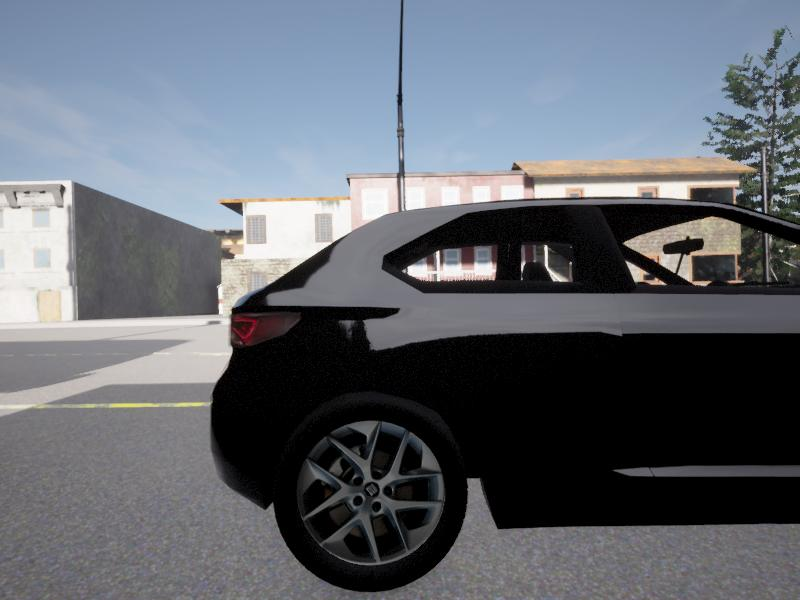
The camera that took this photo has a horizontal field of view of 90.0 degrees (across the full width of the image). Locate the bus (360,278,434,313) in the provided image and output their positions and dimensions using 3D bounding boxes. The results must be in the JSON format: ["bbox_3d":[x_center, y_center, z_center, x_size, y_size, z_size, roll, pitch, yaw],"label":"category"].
[{"bbox_3d":[-0.602,-0.526,54.478,3.944,4.253,10.273,-2,0,-44],"label":"bus"}]

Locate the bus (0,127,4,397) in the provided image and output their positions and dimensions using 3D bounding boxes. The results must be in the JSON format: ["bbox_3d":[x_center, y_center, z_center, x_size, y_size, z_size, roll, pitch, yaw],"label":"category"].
[{"bbox_3d":[-9.261,-1.052,2.095,10.273,4.253,3.944,-1,0,-1],"label":"bus"}]

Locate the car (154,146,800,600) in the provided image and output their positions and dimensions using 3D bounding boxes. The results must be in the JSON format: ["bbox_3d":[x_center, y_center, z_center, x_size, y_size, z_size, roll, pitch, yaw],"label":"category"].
[{"bbox_3d":[1.305,0.254,2.205,4.193,1.474,1.816,0,0,-1],"label":"car"}]
